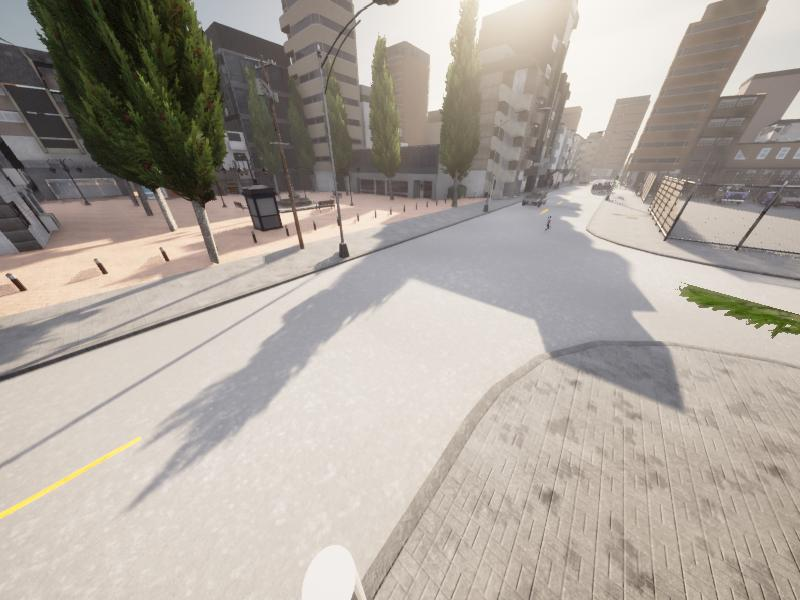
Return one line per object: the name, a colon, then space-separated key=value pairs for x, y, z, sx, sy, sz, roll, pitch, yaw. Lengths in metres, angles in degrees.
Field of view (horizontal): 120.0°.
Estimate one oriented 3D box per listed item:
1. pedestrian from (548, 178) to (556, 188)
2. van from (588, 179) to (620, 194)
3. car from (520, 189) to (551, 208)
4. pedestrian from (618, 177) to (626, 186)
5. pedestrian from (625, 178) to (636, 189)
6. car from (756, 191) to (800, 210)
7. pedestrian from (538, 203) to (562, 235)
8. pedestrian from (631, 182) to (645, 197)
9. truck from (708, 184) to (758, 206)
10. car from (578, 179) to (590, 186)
pedestrian: x=31.299 y=-24.082 z=47.599 sx=0.751 sy=1.860 sz=0.751 roll=19 pitch=35 yaw=29
van: x=35.438 y=-19.755 z=40.185 sx=4.480 sy=2.038 sz=2.069 roll=-15 pitch=33 yaw=-24
car: x=16.042 y=-12.014 z=27.288 sx=2.007 sy=1.525 sz=4.514 roll=23 pitch=37 yaw=34
pedestrian: x=52.194 y=-27.965 z=54.308 sx=0.751 sy=1.860 sz=0.751 roll=16 pitch=34 yaw=26
pedestrian: x=46.910 y=-23.798 z=47.091 sx=0.751 sy=1.860 sz=0.751 roll=7 pitch=31 yaw=12
car: x=43.557 y=-11.395 z=26.194 sx=2.033 sy=1.415 sz=5.357 roll=23 pitch=37 yaw=34
pedestrian: x=10.010 y=-5.404 z=15.457 sx=0.751 sy=1.860 sz=0.751 roll=22 pitch=36 yaw=33
pedestrian: x=35.214 y=-16.351 z=34.211 sx=0.751 sy=1.860 sz=0.751 roll=25 pitch=38 yaw=36
truck: x=40.630 y=-13.001 z=28.353 sx=2.069 sy=2.038 sz=4.478 roll=23 pitch=37 yaw=34
car: x=49.013 y=-31.361 z=61.455 sx=1.895 sy=1.301 sz=4.718 roll=23 pitch=37 yaw=34
